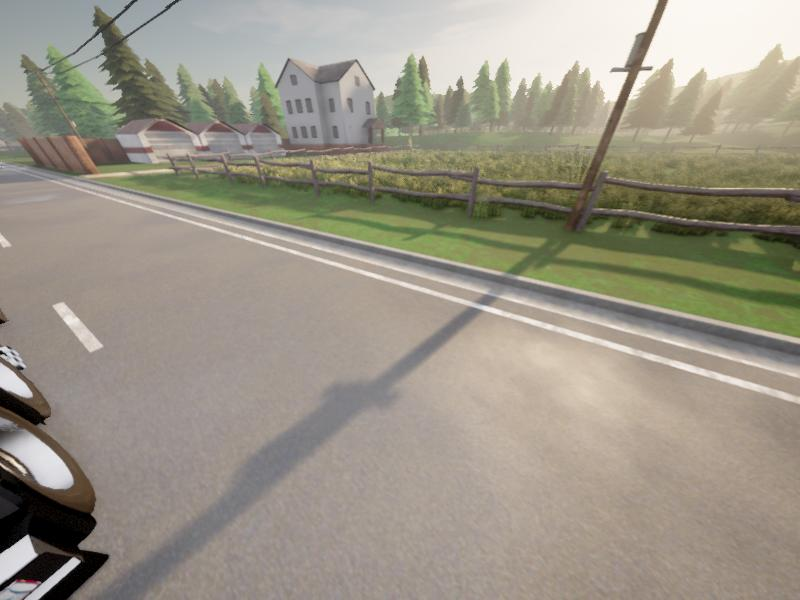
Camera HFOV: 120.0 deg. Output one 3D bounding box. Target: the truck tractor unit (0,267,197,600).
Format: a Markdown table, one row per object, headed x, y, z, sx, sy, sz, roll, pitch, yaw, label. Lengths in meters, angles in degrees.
| x | y | z | sx | sy | sz | roll | pitch | yaw | label |
| --- | --- | --- | --- | --- | --- | --- | --- | --- | --- |
| -5.117 | -0.294 | 0.776 | 6.516 | 4.208 | 3.053 | 18 | 39 | 24 | truck tractor unit |
